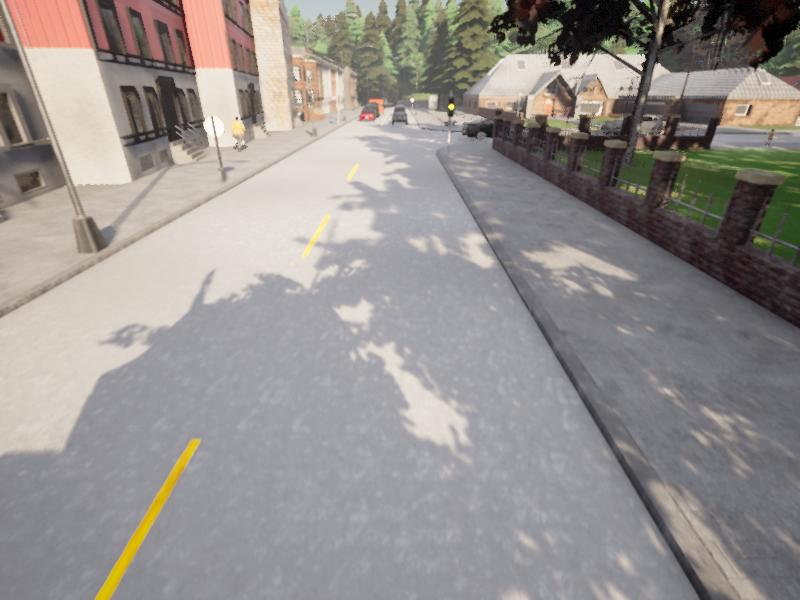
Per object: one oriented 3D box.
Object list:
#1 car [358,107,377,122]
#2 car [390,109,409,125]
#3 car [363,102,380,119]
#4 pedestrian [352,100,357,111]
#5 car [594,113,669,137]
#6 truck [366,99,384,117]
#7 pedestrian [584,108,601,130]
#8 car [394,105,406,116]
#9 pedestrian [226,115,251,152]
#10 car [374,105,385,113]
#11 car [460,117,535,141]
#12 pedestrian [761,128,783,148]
[{"bbox_3d":[-4.041,-23.525,50.675,2.007,1.525,4.514,0,27,0],"label":"car"},{"bbox_3d":[-0.040,-21.128,46.189,2.033,1.411,5.357,0,27,0],"label":"car"},{"bbox_3d":[-4.052,-27.505,57.847,2.150,2.045,5.566,0,27,0],"label":"car"},{"bbox_3d":[-9.003,-38.778,79.659,0.751,1.860,0.751,5,28,9],"label":"pedestrian"},{"bbox_3d":[19.126,-14.546,33.226,4.611,1.667,2.242,1,27,1],"label":"car"},{"bbox_3d":[-4.030,-31.699,66.018,2.627,2.467,5.204,0,27,0],"label":"truck"},{"bbox_3d":[17.808,-16.806,37.105,0.751,1.860,0.751,-10,29,-19],"label":"pedestrian"},{"bbox_3d":[-0.034,-30.413,64.134,1.837,1.490,4.892,0,27,0],"label":"car"},{"bbox_3d":[-8.936,-9.216,22.164,0.751,1.860,0.751,1,27,1],"label":"pedestrian"},{"bbox_3d":[-4.008,-37.587,78.746,1.895,1.301,4.718,0,27,0],"label":"car"},{"bbox_3d":[7.170,-12.762,29.814,5.008,1.535,1.882,-3,27,-5],"label":"car"},{"bbox_3d":[23.336,-10.185,25.118,0.500,1.100,0.500,0,27,0],"label":"pedestrian"}]
